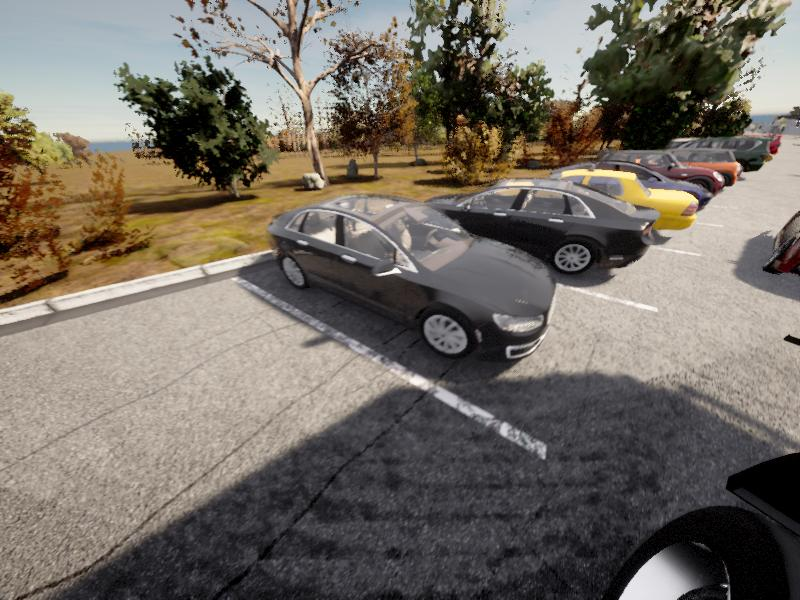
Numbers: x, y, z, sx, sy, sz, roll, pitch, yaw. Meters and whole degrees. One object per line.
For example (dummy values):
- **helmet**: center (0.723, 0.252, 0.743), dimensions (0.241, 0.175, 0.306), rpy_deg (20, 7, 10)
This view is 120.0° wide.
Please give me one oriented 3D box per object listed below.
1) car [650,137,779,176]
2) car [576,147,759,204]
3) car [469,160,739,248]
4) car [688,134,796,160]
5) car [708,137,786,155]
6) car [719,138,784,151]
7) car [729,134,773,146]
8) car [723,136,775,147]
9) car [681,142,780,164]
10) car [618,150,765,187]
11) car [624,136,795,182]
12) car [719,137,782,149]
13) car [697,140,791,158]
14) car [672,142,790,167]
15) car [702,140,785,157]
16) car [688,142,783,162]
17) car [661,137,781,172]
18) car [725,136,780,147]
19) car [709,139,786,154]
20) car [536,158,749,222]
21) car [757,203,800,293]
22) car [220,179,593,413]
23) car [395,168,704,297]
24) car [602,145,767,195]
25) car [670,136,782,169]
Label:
- **car**: center (20.575, -9.703, 15.554), dimensions (4.442, 1.987, 1.878), rpy_deg (21, 40, 28)
- **car**: center (10.787, -5.577, 10.063), dimensions (4.553, 1.767, 2.185), rpy_deg (21, 40, 28)
- **car**: center (5.145, -3.193, 7.003), dimensions (5.366, 1.575, 1.946), rpy_deg (21, 40, 28)
- **car**: center (34.943, -15.907, 24.041), dimensions (5.566, 2.045, 2.435), rpy_deg (20, 40, 28)
- **car**: center (42.191, -18.876, 28.335), dimensions (4.553, 1.767, 2.185), rpy_deg (20, 40, 28)
- **car**: center (53.973, -24.045, 35.664), dimensions (5.008, 1.535, 2.097), rpy_deg (19, 40, 27)
- **car**: center (74.610, -34.167, 49.239), dimensions (4.442, 1.987, 1.878), rpy_deg (17, 38, 24)
- **car**: center (69.864, -31.795, 46.358), dimensions (5.366, 1.575, 1.946), rpy_deg (17, 39, 25)
- **car**: center (30.118, -13.629, 21.389), dimensions (4.792, 1.488, 2.163), rpy_deg (20, 40, 28)
- **car**: center (15.648, -7.476, 12.952), dimensions (4.674, 1.452, 2.002), rpy_deg (21, 40, 28)
- **car**: center (18.035, -8.744, 14.200), dimensions (5.566, 2.045, 2.435), rpy_deg (20, 40, 28)
- **car**: center (58.452, -26.261, 38.723), dimensions (5.366, 1.575, 1.946), rpy_deg (18, 40, 26)
- **car**: center (37.535, -16.667, 25.499), dimensions (5.366, 1.575, 1.946), rpy_deg (20, 40, 28)
- **car**: center (27.884, -12.568, 19.866), dimensions (5.366, 1.575, 1.946), rpy_deg (21, 40, 28)
- **car**: center (39.781, -17.745, 26.996), dimensions (4.892, 1.521, 2.231), rpy_deg (20, 40, 28)
- **car**: center (32.586, -14.638, 22.772), dimensions (4.792, 1.488, 2.163), rpy_deg (20, 40, 28)
- **car**: center (22.991, -10.727, 16.961), dimensions (4.442, 1.987, 1.878), rpy_deg (20, 40, 28)
- **car**: center (67.927, -30.576, 44.657), dimensions (5.366, 1.575, 1.946), rpy_deg (17, 39, 25)
- **car**: center (44.555, -19.818, 29.845), dimensions (5.008, 1.535, 2.097), rpy_deg (20, 40, 28)
- **car**: center (8.084, -4.269, 8.527), dimensions (4.792, 1.488, 2.163), rpy_deg (21, 40, 28)
- **car**: center (8.899, -1.155, 4.204), dimensions (4.181, 1.385, 1.994), rpy_deg (-23, 41, -28)
- **car**: center (-0.218, -0.810, 3.726), dimensions (4.892, 1.521, 2.231), rpy_deg (21, 40, 28)
- **car**: center (2.547, -1.968, 5.318), dimensions (4.892, 1.521, 2.231), rpy_deg (21, 40, 28)
- **car**: center (13.252, -6.576, 11.432), dimensions (4.553, 1.767, 2.185), rpy_deg (21, 40, 28)
- **car**: center (25.408, -11.751, 18.368), dimensions (4.442, 1.987, 1.878), rpy_deg (20, 40, 28)
